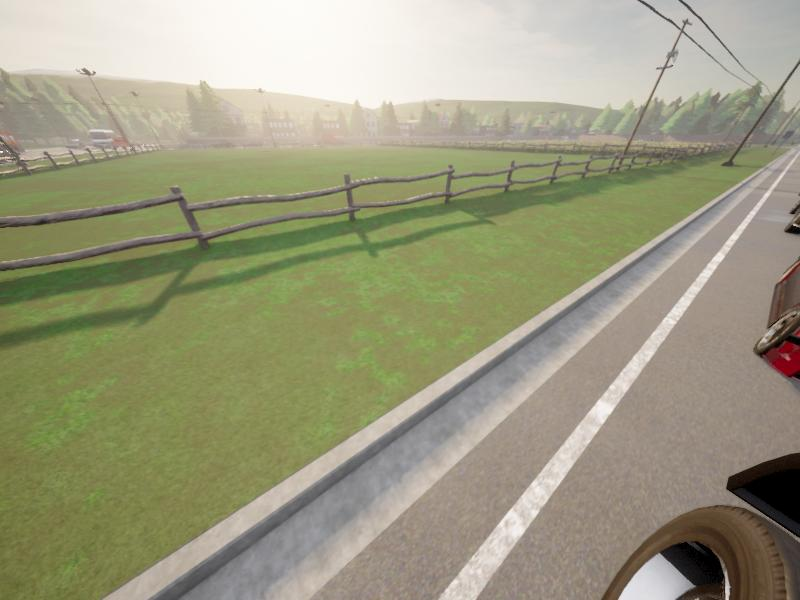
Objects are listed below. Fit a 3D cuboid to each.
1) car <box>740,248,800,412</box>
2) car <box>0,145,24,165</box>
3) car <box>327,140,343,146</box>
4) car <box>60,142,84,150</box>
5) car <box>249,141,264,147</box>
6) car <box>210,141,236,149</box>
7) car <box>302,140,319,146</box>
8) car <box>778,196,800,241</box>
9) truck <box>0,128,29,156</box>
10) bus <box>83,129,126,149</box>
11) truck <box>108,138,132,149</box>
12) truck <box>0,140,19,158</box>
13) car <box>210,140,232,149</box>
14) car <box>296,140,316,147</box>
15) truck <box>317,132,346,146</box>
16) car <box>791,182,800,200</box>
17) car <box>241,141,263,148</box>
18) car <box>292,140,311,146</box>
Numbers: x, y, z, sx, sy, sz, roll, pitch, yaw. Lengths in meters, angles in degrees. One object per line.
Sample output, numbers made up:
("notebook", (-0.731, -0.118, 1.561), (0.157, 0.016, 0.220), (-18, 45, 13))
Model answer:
("car", (6.103, 0.161, 2.501), (4.181, 1.385, 1.994), (-22, 41, -28))
("car", (-45.442, -16.048, 25.540), (2.242, 1.667, 4.611), (-21, 40, -27))
("car", (-23.157, -55.821, 81.994), (4.902, 1.511, 2.128), (-22, 40, -27))
("car", (-87.731, -41.238, 61.843), (2.152, 1.651, 5.027), (-21, 40, -27))
("car", (-45.363, -49.531, 73.116), (3.633, 1.501, 1.845), (-22, 40, -27))
("car", (-47.152, -41.533, 61.722), (5.238, 1.638, 1.930), (-22, 40, -27))
("car", (-30.250, -53.054, 78.037), (5.008, 1.535, 1.882), (-22, 40, -27))
("car", (12.990, -2.706, 6.255), (5.027, 1.651, 2.152), (-22, 41, -27))
("truck", (-66.866, -25.326, 36.968), (2.891, 3.827, 8.468), (-13, 37, -17))
("bus", (-82.097, -44.970, 64.563), (3.944, 4.253, 10.273), (-21, 40, -27))
("truck", (-76.490, -42.940, 63.196), (2.627, 2.467, 5.204), (-21, 40, -27))
("truck", (-60.839, -22.228, 34.033), (2.390, 2.098, 6.274), (-21, 40, -27))
("car", (-45.659, -39.778, 59.024), (3.866, 1.878, 1.905), (-22, 40, -27))
("car", (-29.150, -48.612, 71.725), (5.366, 1.575, 1.801), (-22, 40, -27))
("truck", (-23.067, -54.399, 77.904), (8.468, 3.827, 2.891), (-22, 40, -27))
("car", (19.593, -5.286, 9.991), (4.792, 1.488, 2.163), (-22, 40, -27))
("car", (-43.166, -45.482, 67.438), (4.792, 1.488, 2.163), (-22, 40, -27))
("car", (-31.520, -50.112, 73.873), (5.008, 1.535, 1.882), (-22, 40, -27))
